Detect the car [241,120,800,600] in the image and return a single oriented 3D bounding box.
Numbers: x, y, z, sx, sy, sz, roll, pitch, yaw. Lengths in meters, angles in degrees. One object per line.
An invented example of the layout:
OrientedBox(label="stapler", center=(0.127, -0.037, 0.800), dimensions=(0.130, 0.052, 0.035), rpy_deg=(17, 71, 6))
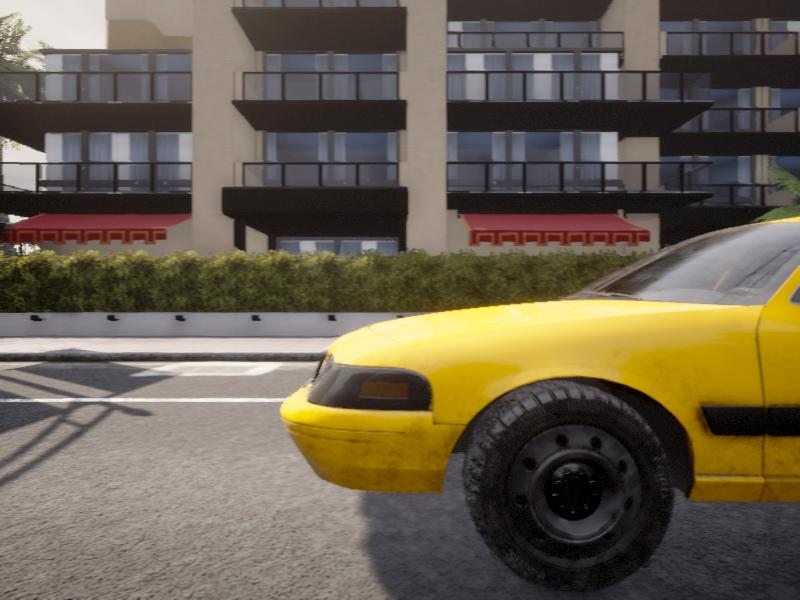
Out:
OrientedBox(label="car", center=(2.166, 0.202, 2.201), dimensions=(5.366, 1.575, 1.801), rpy_deg=(0, 0, 0))
